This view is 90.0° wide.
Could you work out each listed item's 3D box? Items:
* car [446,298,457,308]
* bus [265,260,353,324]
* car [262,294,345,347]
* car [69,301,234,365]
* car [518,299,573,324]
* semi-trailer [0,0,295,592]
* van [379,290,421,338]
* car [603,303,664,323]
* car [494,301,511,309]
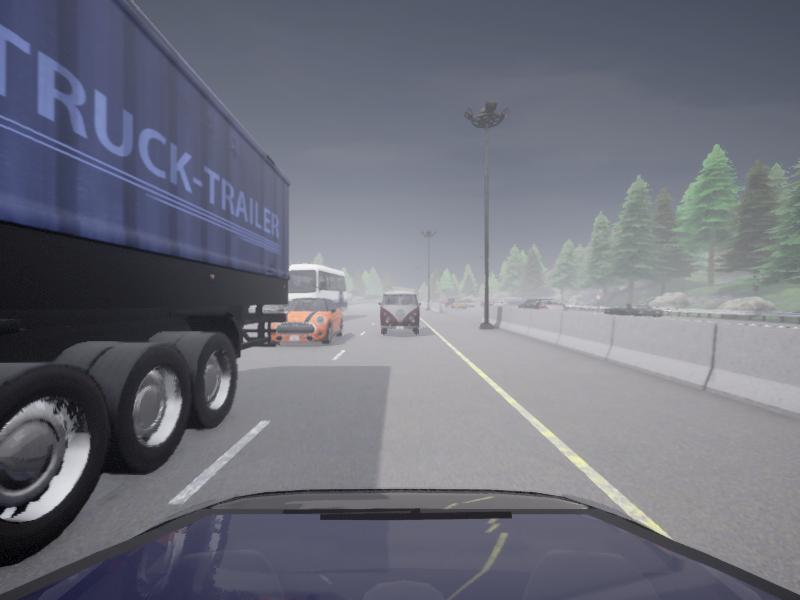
[{"bbox_3d":[10.482,0.601,81.625,1.905,1.878,3.866,0,0,0],"label":"car"},{"bbox_3d":[-6.771,-0.561,32.235,3.944,4.253,10.273,-1,0,5],"label":"bus"},{"bbox_3d":[-3.502,0.684,15.500,2.097,1.767,4.553,0,0,0],"label":"car"},{"bbox_3d":[-7.001,0.814,12.103,1.882,1.535,5.008,0,0,0],"label":"car"},{"bbox_3d":[10.497,0.760,29.288,2.152,1.651,5.027,0,0,0],"label":"car"},{"bbox_3d":[-3.516,-0.621,1.169,2.717,4.402,14.254,0,0,0],"label":"semi-trailer"},{"bbox_3d":[-0.002,0.586,18.949,1.775,1.987,4.442,0,0,0],"label":"van"},{"bbox_3d":[17.496,0.923,30.301,1.895,1.301,4.718,0,0,0],"label":"car"},{"bbox_3d":[17.494,0.823,68.475,1.812,1.442,4.674,0,0,0],"label":"car"}]
